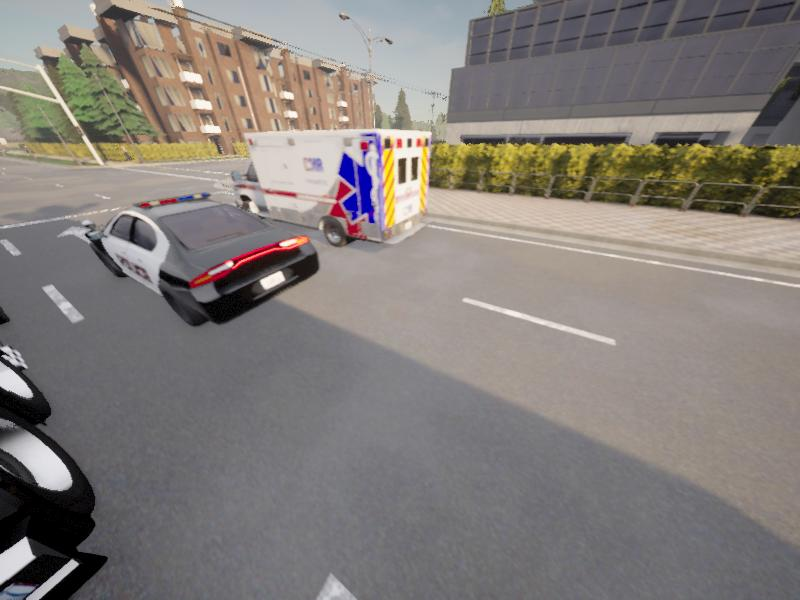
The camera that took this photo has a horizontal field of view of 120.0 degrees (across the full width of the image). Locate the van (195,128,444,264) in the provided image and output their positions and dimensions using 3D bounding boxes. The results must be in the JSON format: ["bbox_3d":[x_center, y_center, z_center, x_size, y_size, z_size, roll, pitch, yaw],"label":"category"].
[{"bbox_3d":[-2.312,-3.269,6.590,6.366,2.431,2.351,18,39,24],"label":"van"}]

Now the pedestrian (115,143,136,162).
[{"bbox_3d":[-33.023,-17.755,27.838,0.751,1.860,0.751,19,39,25],"label":"pedestrian"}]

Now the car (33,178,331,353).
[{"bbox_3d":[-4.010,-1.145,4.339,4.974,1.542,2.038,18,39,24],"label":"car"}]

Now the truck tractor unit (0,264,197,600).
[{"bbox_3d":[-5.115,-0.294,0.789,6.516,4.208,3.053,18,39,24],"label":"truck tractor unit"}]
